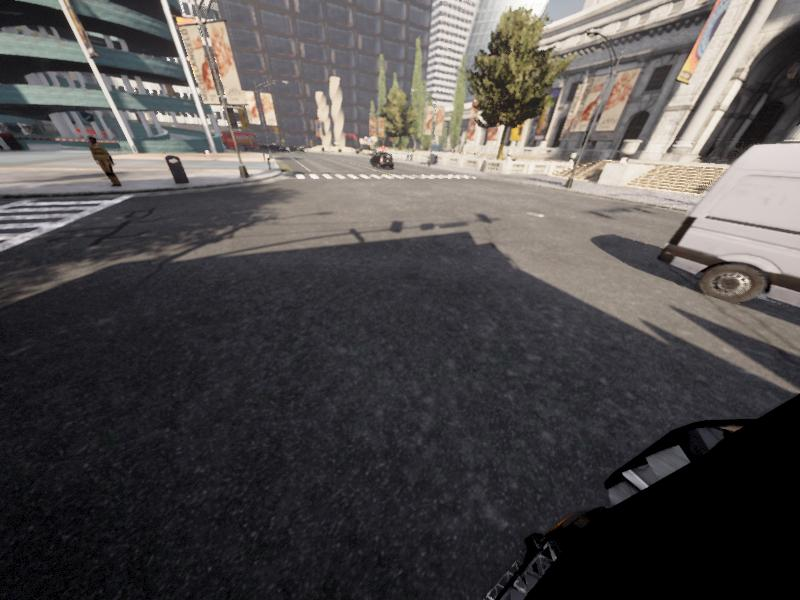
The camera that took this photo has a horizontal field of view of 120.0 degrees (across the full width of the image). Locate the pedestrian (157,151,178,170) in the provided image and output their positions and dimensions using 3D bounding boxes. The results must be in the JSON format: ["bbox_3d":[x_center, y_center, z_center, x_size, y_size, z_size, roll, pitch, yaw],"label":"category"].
[{"bbox_3d":[-15.869,-9.546,15.803,0.500,1.100,0.500,-3,34,-9],"label":"pedestrian"}]

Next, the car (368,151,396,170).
[{"bbox_3d":[-2.202,-16.562,27.390,1.851,1.617,3.988,-13,37,-22],"label":"car"}]

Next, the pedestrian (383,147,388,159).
[{"bbox_3d":[-2.849,-28.913,45.462,0.751,1.860,0.751,-13,37,-22],"label":"pedestrian"}]

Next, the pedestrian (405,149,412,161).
[{"bbox_3d":[1.482,-25.602,40.811,0.751,1.860,0.751,-11,36,-20],"label":"pedestrian"}]

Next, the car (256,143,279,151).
[{"bbox_3d":[-34.440,-39.826,60.074,4.902,1.511,2.128,10,34,10],"label":"car"}]

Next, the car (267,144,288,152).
[{"bbox_3d":[-29.555,-36.599,55.643,4.181,1.385,1.994,14,35,16],"label":"car"}]

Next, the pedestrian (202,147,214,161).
[{"bbox_3d":[-19.699,-14.961,23.676,0.500,1.100,0.500,-8,35,-16],"label":"pedestrian"}]

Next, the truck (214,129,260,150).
[{"bbox_3d":[-40.351,-39.781,57.354,8.468,3.827,2.891,6,34,4],"label":"truck"}]

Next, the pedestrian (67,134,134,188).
[{"bbox_3d":[-12.495,-5.809,9.739,0.751,1.860,0.751,-4,34,-11],"label":"pedestrian"}]

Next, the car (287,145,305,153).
[{"bbox_3d":[-23.765,-34.492,52.772,3.705,1.549,1.789,22,38,28],"label":"car"}]

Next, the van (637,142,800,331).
[{"bbox_3d":[7.817,-0.389,2.916,1.988,2.561,5.915,-13,36,-22],"label":"van"}]
